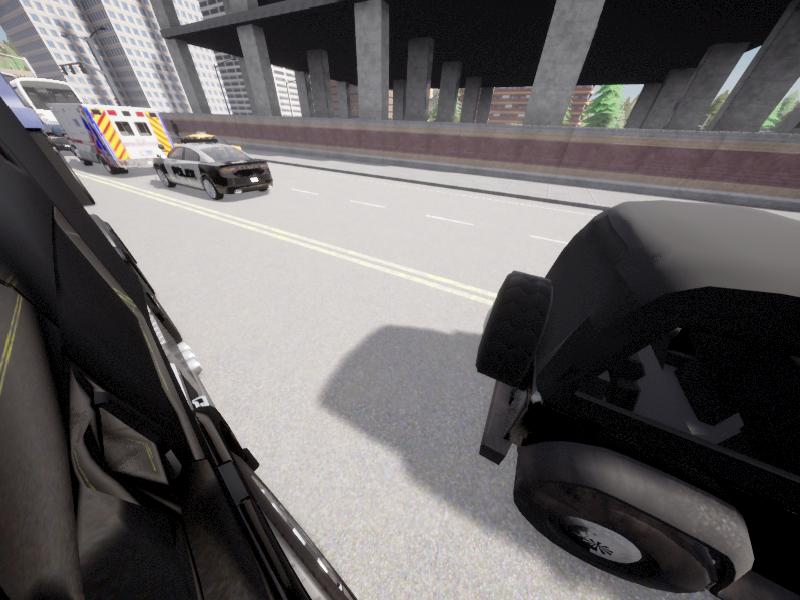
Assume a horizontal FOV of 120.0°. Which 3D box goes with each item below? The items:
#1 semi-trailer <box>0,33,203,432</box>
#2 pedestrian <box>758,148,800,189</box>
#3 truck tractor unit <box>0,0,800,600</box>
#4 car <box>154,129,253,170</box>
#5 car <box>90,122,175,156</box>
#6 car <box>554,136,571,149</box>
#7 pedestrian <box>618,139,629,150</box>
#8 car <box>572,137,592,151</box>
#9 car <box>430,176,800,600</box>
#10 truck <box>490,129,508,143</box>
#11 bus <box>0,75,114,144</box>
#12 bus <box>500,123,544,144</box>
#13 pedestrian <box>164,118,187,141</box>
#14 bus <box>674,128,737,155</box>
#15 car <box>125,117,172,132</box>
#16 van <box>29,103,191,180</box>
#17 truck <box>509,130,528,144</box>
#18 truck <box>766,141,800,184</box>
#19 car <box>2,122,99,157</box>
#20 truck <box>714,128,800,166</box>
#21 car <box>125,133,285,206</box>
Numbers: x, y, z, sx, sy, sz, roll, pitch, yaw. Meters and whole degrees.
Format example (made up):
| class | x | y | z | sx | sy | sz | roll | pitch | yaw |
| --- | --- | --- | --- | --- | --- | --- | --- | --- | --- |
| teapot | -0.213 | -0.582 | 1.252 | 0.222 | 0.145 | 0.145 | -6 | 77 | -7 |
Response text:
| class | x | y | z | sx | sy | sz | roll | pitch | yaw |
| --- | --- | --- | --- | --- | --- | --- | --- | --- | --- |
| semi-trailer | -8.776 | -3.551 | 4.151 | 14.254 | 4.402 | 2.717 | 27 | 43 | 29 |
| pedestrian | 21.510 | -7.270 | 12.798 | 0.751 | 1.860 | 0.751 | 20 | 40 | 21 |
| truck tractor unit | -2.645 | -0.295 | 0.351 | 6.516 | 4.208 | 3.053 | 28 | 44 | 30 |
| car | -11.415 | -8.855 | 13.454 | 5.366 | 1.575 | 1.801 | 20 | 40 | 21 |
| car | -19.205 | -11.671 | 16.658 | 4.611 | 1.667 | 2.242 | 20 | 40 | 21 |
| car | 29.371 | -28.523 | 41.781 | 1.905 | 1.878 | 3.866 | 20 | 40 | 21 |
| pedestrian | 44.572 | -31.005 | 46.018 | 0.751 | 1.860 | 0.751 | 19 | 40 | 21 |
| car | 31.948 | -27.598 | 40.706 | 1.905 | 1.878 | 3.866 | 20 | 40 | 21 |
| car | 2.425 | 0.735 | 1.236 | 3.866 | 1.878 | 1.905 | 20 | 40 | 21 |
| truck | 23.508 | -38.791 | 54.718 | 2.615 | 2.467 | 5.204 | 20 | 40 | 21 |
| bus | -32.723 | -17.785 | 21.836 | 10.273 | 4.253 | 3.944 | 25 | 43 | 26 |
| bus | 35.119 | -48.136 | 66.728 | 10.273 | 4.253 | 3.944 | 20 | 40 | 22 |
| pedestrian | -22.783 | -17.249 | 23.441 | 0.751 | 1.860 | 0.751 | 11 | 38 | 11 |
| bus | 67.301 | -34.884 | 50.967 | 10.273 | 4.253 | 3.944 | -11 | 39 | -19 |
| car | -41.679 | -29.142 | 38.442 | 1.932 | 1.855 | 4.605 | 21 | 41 | 23 |
| van | -13.526 | -7.567 | 10.890 | 6.366 | 2.431 | 2.351 | 20 | 40 | 21 |
| truck | 27.285 | -37.436 | 53.142 | 2.615 | 2.467 | 5.204 | 20 | 40 | 21 |
| truck | 30.283 | -9.470 | 16.079 | 2.627 | 2.467 | 5.204 | 20 | 40 | 21 |
| car | -22.391 | -10.358 | 14.832 | 4.902 | 1.511 | 2.128 | 20 | 40 | 21 |
| truck | 48.826 | -21.139 | 31.737 | 2.891 | 3.827 | 8.468 | 20 | 40 | 21 |
| car | -7.058 | -4.937 | 8.436 | 5.238 | 1.638 | 1.930 | 20 | 40 | 21 |
